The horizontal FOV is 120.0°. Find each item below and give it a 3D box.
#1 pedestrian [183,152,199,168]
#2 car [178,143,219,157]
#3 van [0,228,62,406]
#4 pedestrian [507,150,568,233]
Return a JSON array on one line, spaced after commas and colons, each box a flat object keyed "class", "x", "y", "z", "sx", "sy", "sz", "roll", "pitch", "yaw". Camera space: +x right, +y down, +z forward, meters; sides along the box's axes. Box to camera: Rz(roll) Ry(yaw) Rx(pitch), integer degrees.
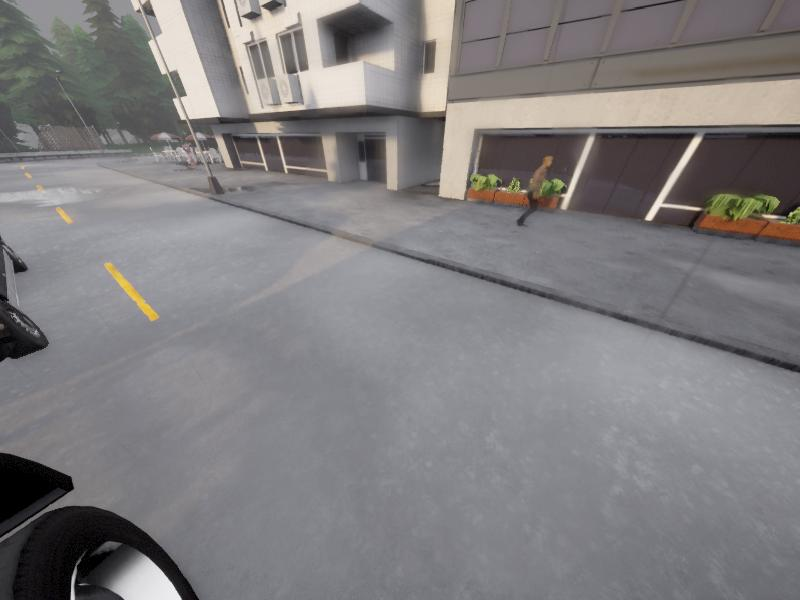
[{"class": "pedestrian", "x": -17.047, "y": -11.416, "z": 18.870, "sx": 0.500, "sy": 1.100, "sz": 0.500, "roll": 24, "pitch": 41, "yaw": 29}, {"class": "car", "x": -28.139, "y": -21.104, "z": 32.355, "sx": 1.845, "sy": 1.501, "sz": 3.633, "roll": 21, "pitch": 40, "yaw": 27}, {"class": "van", "x": -6.846, "y": -0.659, "z": 2.607, "sx": 5.915, "sy": 2.561, "sz": 1.988, "roll": 22, "pitch": 40, "yaw": 28}, {"class": "pedestrian", "x": 3.641, "y": -2.893, "z": 6.210, "sx": 0.751, "sy": 1.860, "sz": 0.751, "roll": 25, "pitch": 42, "yaw": 31}]
